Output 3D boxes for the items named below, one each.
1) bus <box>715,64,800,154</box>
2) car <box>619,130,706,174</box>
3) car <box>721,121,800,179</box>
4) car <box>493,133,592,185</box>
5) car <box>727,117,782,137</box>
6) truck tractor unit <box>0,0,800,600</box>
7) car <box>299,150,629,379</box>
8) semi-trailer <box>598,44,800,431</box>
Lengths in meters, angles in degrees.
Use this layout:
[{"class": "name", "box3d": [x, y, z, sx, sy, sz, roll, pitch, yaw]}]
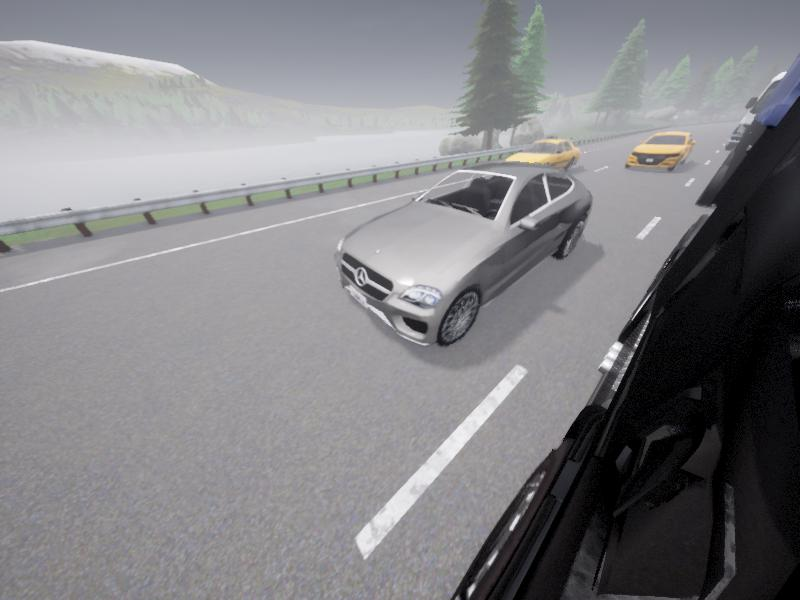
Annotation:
[{"class": "bus", "box3d": [27.612, -13.479, 16.567, 10.273, 4.253, 3.944, -28, 44, -31]}, {"class": "car", "box3d": [13.707, -7.820, 12.018, 5.008, 1.535, 1.882, -28, 44, -30]}, {"class": "car", "box3d": [16.841, -6.837, 10.339, 4.553, 1.767, 2.097, -28, 44, -30]}, {"class": "car", "box3d": [7.052, -7.052, 11.304, 5.366, 1.575, 1.801, -28, 44, -30]}, {"class": "car", "box3d": [39.881, -19.441, 25.989, 4.611, 1.667, 2.242, -21, 41, -23]}, {"class": "truck tractor unit", "box3d": [2.645, -0.295, 0.352, 6.516, 4.208, 3.053, -28, 44, -30]}, {"class": "car", "box3d": [1.389, -1.305, 3.931, 5.027, 1.651, 2.152, -28, 44, -30]}, {"class": "semi-trailer", "box3d": [8.705, -3.581, 4.248, 14.254, 4.402, 2.717, -28, 44, -30]}]
